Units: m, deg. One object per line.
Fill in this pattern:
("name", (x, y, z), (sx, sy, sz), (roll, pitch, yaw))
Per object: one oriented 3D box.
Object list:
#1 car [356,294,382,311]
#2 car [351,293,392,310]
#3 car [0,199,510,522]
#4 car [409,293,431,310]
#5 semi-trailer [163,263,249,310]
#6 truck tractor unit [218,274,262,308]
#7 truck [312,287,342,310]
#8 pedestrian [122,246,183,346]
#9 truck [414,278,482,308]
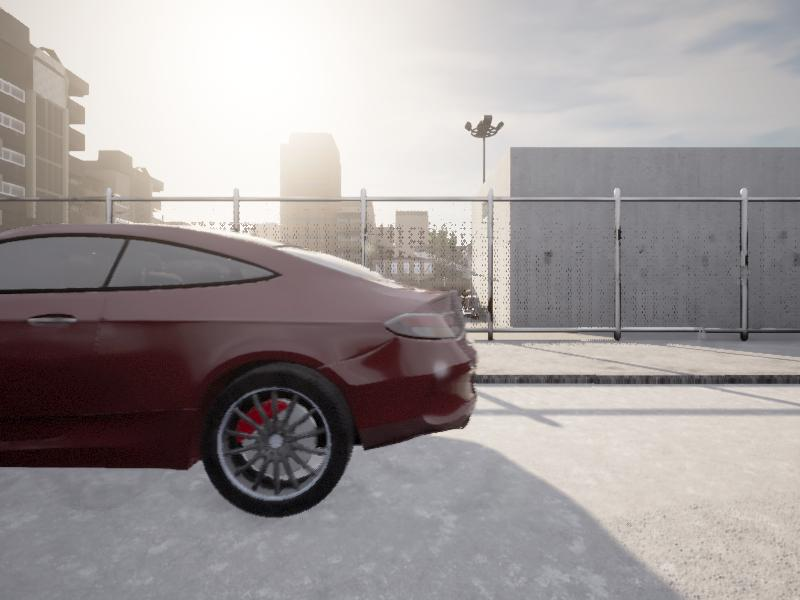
("car", (-2.827, 0.218, 37.564), (2.033, 1.415, 5.357), (0, 0, 0))
("car", (-2.600, 0.146, 37.405), (3.705, 1.547, 1.789), (0, 0, 0))
("car", (-1.849, 0.270, 2.688), (4.674, 1.442, 1.812), (0, 0, 0))
("car", (1.852, 0.156, 37.981), (1.845, 1.501, 3.633), (0, 0, 0))
("semi-trailer", (-20.705, -1.218, 44.299), (2.717, 4.402, 14.254), (0, 0, 0))
("truck tractor unit", (-20.720, -1.122, 52.211), (3.053, 4.208, 6.516), (0, 0, 0))
("truck", (-6.788, -0.094, 37.725), (2.069, 2.038, 4.478), (0, 0, 0))
("pedestrian", (-4.847, -0.075, 7.879), (0.751, 1.860, 0.751), (0, 0, 0))
("truck", (6.104, -0.921, 52.016), (8.468, 3.827, 2.891), (0, 0, 0))
